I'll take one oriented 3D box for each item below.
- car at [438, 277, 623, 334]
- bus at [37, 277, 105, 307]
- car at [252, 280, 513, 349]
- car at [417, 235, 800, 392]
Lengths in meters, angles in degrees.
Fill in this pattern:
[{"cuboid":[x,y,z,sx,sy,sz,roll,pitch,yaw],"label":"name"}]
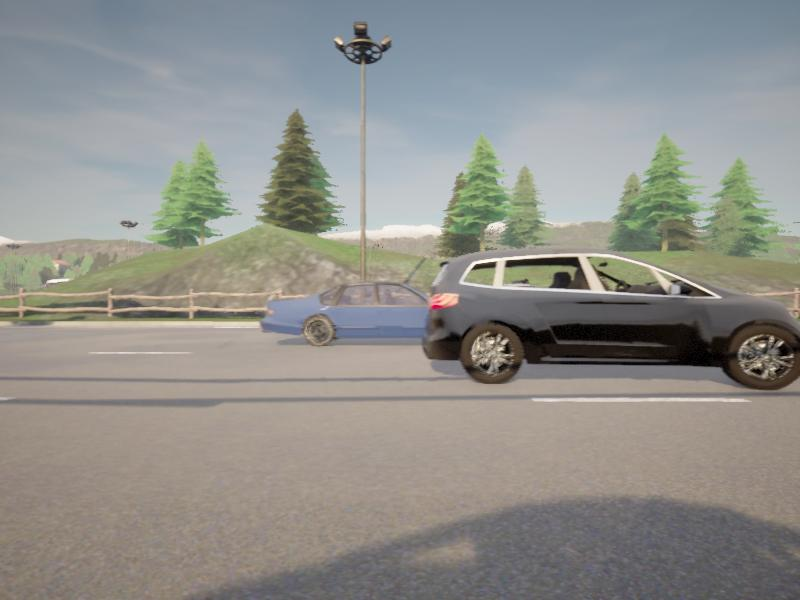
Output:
[{"cuboid":[3.934,0.170,12.706,5.238,1.638,1.930,0,0,0],"label":"car"},{"cuboid":[-50.449,-1.125,61.350,10.273,4.253,3.944,0,0,25],"label":"bus"},{"cuboid":[-0.360,0.295,9.226,5.357,1.411,2.033,0,0,0],"label":"car"},{"cuboid":[2.611,0.157,5.555,4.611,1.667,2.242,0,-1,6],"label":"car"}]
